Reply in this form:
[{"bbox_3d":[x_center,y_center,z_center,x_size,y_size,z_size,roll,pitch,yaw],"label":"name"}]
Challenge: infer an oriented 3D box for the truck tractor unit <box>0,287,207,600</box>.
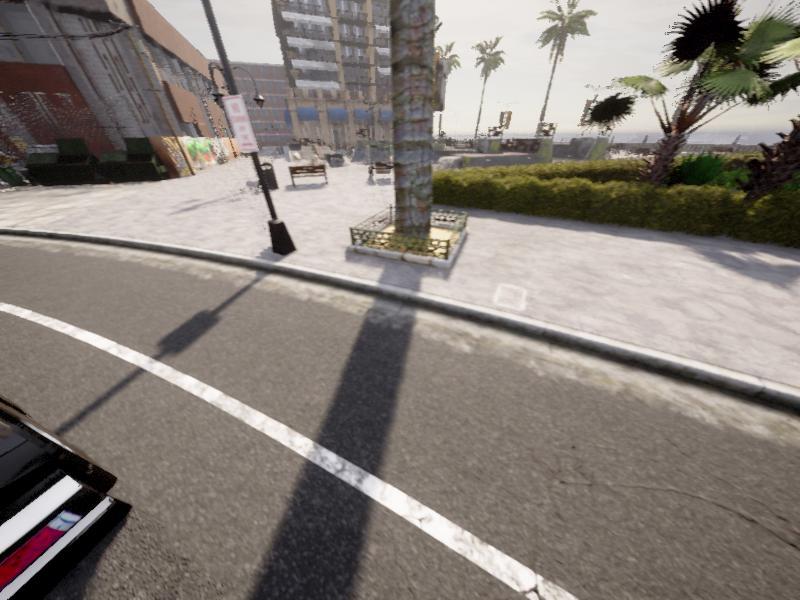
[{"bbox_3d":[-5.256,-0.122,0.553,6.516,4.208,3.053,12,37,17],"label":"truck tractor unit"}]
